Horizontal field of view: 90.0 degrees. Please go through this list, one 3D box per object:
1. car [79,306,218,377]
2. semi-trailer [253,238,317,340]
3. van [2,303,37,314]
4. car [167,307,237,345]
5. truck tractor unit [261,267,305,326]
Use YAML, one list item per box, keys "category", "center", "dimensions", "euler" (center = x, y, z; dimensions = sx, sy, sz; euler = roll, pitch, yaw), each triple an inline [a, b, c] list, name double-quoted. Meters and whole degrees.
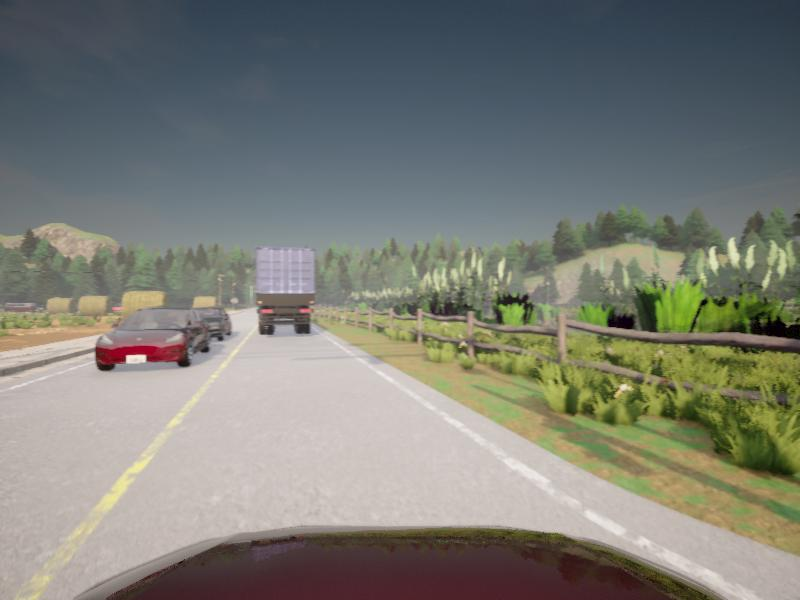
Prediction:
- category: "car"
  center: [-6.671, 0.951, 11.323]
  dimensions: [2.163, 1.488, 4.792]
  euler: [0, 0, -17]
- category: "semi-trailer"
  center: [-7.133, -0.424, 24.565]
  dimensions: [2.717, 4.402, 14.254]
  euler: [0, 0, -17]
- category: "van"
  center: [-70.526, 1.585, 74.178]
  dimensions: [4.442, 1.987, 1.775]
  euler: [0, 0, -20]
- category: "car"
  center: [-8.848, 1.058, 18.366]
  dimensions: [2.033, 1.411, 5.357]
  euler: [0, 0, -17]
- category: "truck tractor unit"
  center: [-9.446, -0.258, 32.135]
  dimensions: [3.053, 4.208, 6.516]
  euler: [0, 0, -17]
